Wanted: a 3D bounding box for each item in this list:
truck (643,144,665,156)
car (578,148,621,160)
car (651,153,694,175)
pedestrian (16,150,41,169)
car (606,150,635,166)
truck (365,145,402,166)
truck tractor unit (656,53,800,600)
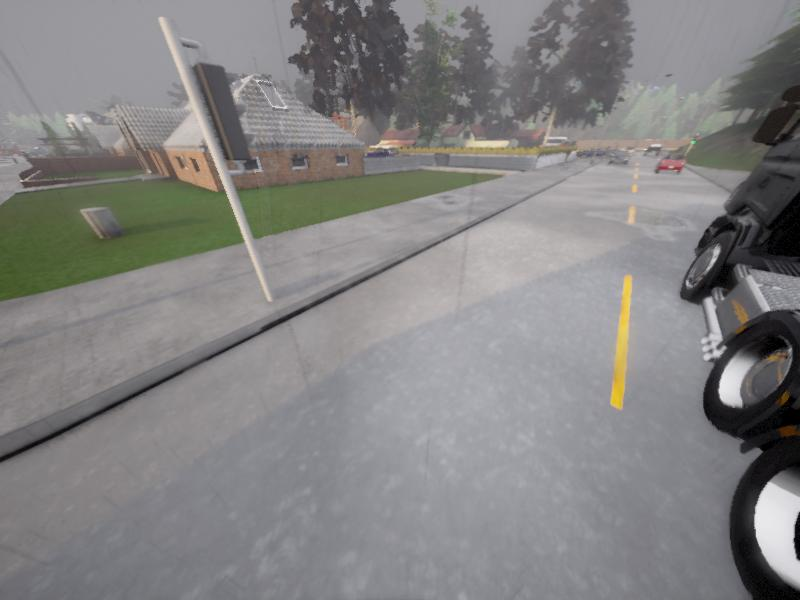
[{"bbox_3d":[55.670,-32.974,50.689,2.390,2.098,6.274,25,42,33],"label":"truck"},{"bbox_3d":[35.032,-25.857,40.750,2.152,1.651,5.027,-18,38,-25],"label":"car"},{"bbox_3d":[24.910,-12.607,21.268,1.845,1.501,3.633,25,41,33],"label":"car"},{"bbox_3d":[-44.481,-16.853,27.674,0.751,1.860,0.751,22,40,29],"label":"pedestrian"},{"bbox_3d":[28.085,-18.108,29.396,2.038,1.542,4.974,26,42,33],"label":"car"},{"bbox_3d":[-2.106,-18.435,29.360,4.478,2.038,2.069,25,42,33],"label":"truck"},{"bbox_3d":[4.723,-0.570,1.185,3.053,4.208,6.516,26,43,34],"label":"truck tractor unit"}]
